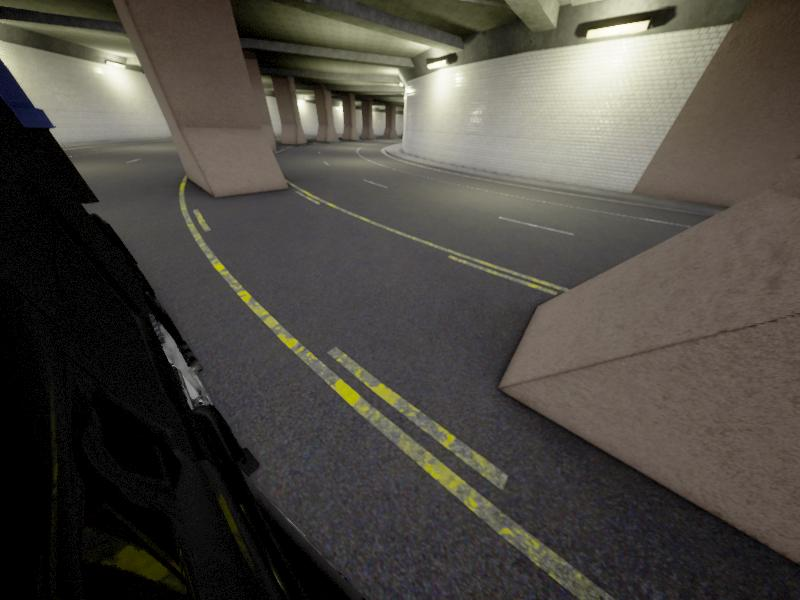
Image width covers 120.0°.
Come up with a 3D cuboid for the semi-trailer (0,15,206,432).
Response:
[{"bbox_3d":[-8.940,-3.439,3.958,14.254,4.402,2.717,25,42,27],"label":"semi-trailer"}]

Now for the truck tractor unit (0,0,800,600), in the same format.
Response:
[{"bbox_3d":[-2.645,-0.295,0.351,6.516,4.208,3.053,28,44,30],"label":"truck tractor unit"}]
